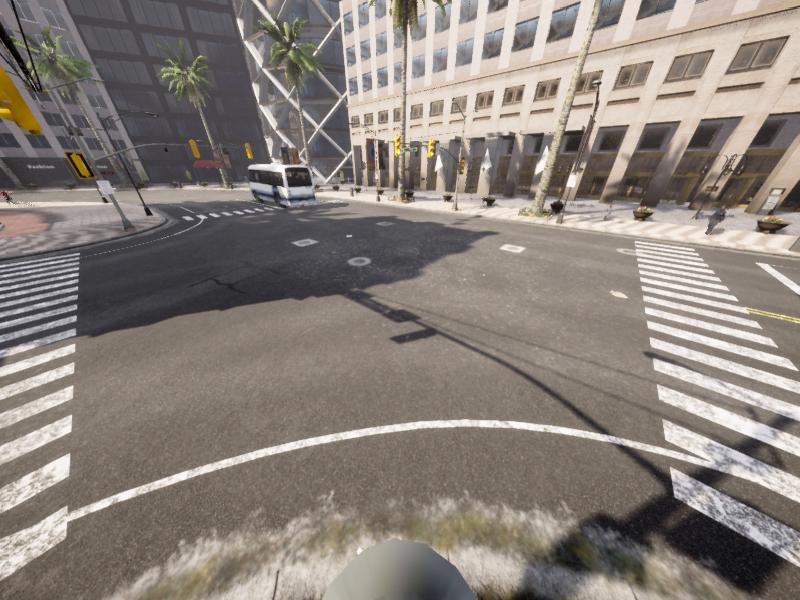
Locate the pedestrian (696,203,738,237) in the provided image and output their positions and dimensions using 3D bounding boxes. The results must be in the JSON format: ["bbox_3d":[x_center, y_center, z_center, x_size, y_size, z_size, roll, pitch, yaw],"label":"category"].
[{"bbox_3d":[19.752,-4.988,14.432,0.751,1.860,0.751,-14,33,-23],"label":"pedestrian"}]

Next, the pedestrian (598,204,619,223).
[{"bbox_3d":[16.362,-6.817,18.159,0.751,1.300,0.751,16,34,26],"label":"pedestrian"}]

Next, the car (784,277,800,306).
[{"bbox_3d":[15.456,0.292,5.919,5.366,1.575,1.801,23,37,34],"label":"car"}]

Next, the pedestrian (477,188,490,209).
[{"bbox_3d":[8.829,-10.695,24.316,0.751,1.860,0.751,22,37,33],"label":"pedestrian"}]

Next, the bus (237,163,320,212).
[{"bbox_3d":[-14.383,-13.553,27.256,10.273,4.253,3.944,25,38,33],"label":"bus"}]
